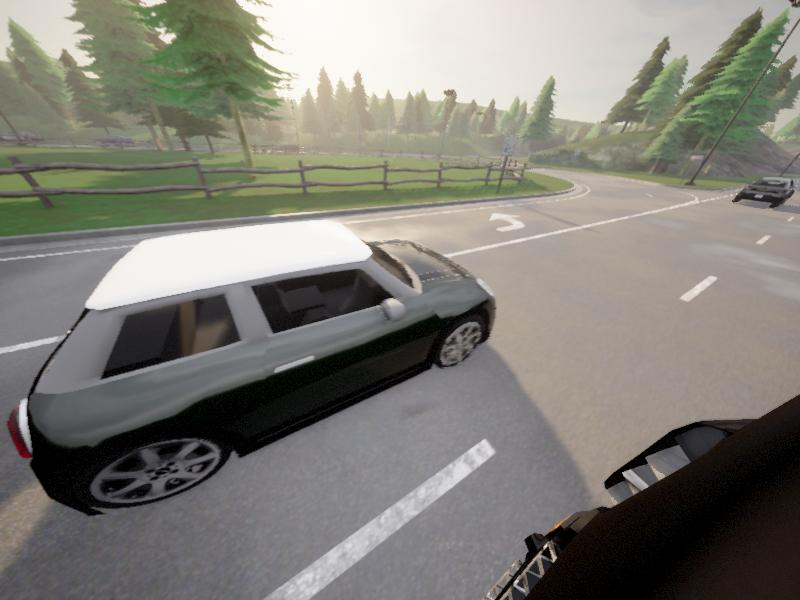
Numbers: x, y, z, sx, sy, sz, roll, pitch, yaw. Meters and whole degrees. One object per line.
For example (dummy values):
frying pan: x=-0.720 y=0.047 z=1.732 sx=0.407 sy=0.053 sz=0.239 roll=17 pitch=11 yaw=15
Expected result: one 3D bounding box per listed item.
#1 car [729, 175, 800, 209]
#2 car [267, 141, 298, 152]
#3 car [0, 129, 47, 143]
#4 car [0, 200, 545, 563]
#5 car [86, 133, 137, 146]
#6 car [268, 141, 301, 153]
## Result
car: x=23.286 y=-6.911 z=14.610 sx=4.193 sy=1.474 sz=1.816 roll=-16 pitch=38 yaw=-26
car: x=-24.761 y=-32.412 z=48.784 sx=5.366 sy=1.575 sz=1.801 roll=-16 pitch=38 yaw=-26
car: x=-58.776 y=-24.964 z=35.139 sx=4.974 sy=1.542 sz=2.038 roll=-16 pitch=38 yaw=-26
car: x=-0.767 y=0.007 z=2.508 sx=3.806 sy=1.475 sz=1.970 roll=-16 pitch=38 yaw=-26
car: x=-49.495 y=-27.591 z=39.788 sx=5.008 sy=1.535 sz=1.882 roll=-16 pitch=38 yaw=-26
car: x=-21.717 y=-28.790 z=43.594 sx=5.027 sy=1.651 sz=2.152 roll=-16 pitch=38 yaw=-26
